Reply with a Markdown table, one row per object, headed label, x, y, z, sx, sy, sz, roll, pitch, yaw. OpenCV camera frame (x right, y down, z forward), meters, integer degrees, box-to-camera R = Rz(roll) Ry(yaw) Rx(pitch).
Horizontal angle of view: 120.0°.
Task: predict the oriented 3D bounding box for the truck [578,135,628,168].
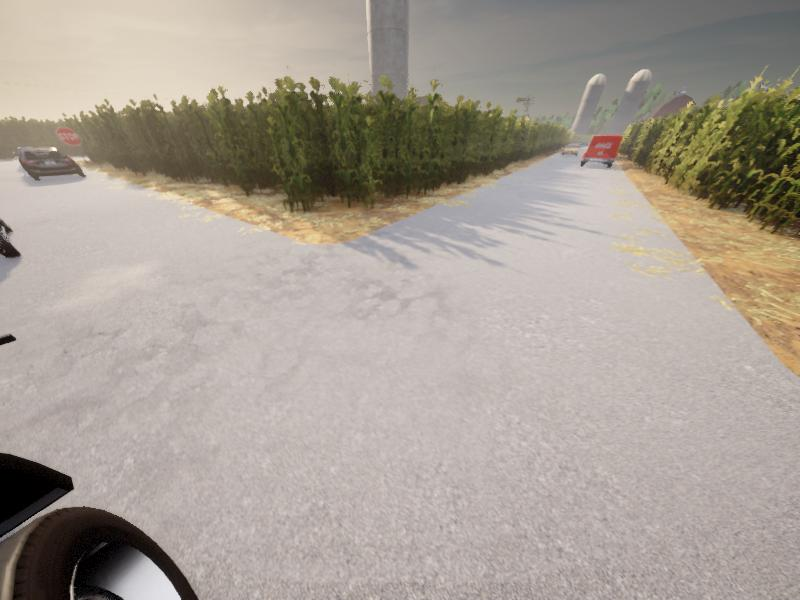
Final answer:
| label | x | y | z | sx | sy | sz | roll | pitch | yaw |
| --- | --- | --- | --- | --- | --- | --- | --- | --- | --- |
| truck | 19.828 | -14.735 | 22.778 | 2.627 | 2.467 | 5.204 | 22 | 41 | 28 |

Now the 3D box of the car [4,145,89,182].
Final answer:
| label | x | y | z | sx | sy | sz | roll | pitch | yaw |
| --- | --- | --- | --- | --- | --- | --- | --- | --- | --- |
| car | -23.095 | -9.045 | 15.124 | 4.611 | 1.667 | 2.242 | 22 | 41 | 28 |

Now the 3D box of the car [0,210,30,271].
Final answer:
| label | x | y | z | sx | sy | sz | roll | pitch | yaw |
| --- | --- | --- | --- | --- | --- | --- | --- | --- | --- |
| car | -10.412 | -1.617 | 5.002 | 4.718 | 1.301 | 1.895 | 21 | 40 | 27 |

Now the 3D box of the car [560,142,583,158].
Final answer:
| label | x | y | z | sx | sy | sz | roll | pitch | yaw |
| --- | --- | --- | --- | --- | --- | --- | --- | --- | --- |
| car | 24.282 | -21.270 | 32.602 | 1.801 | 1.575 | 5.366 | 22 | 42 | 28 |

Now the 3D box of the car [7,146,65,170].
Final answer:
| label | x | y | z | sx | sy | sz | roll | pitch | yaw |
| --- | --- | --- | --- | --- | --- | --- | --- | --- | --- |
| car | -30.325 | -11.881 | 19.262 | 3.806 | 1.475 | 1.970 | 22 | 41 | 28 |
